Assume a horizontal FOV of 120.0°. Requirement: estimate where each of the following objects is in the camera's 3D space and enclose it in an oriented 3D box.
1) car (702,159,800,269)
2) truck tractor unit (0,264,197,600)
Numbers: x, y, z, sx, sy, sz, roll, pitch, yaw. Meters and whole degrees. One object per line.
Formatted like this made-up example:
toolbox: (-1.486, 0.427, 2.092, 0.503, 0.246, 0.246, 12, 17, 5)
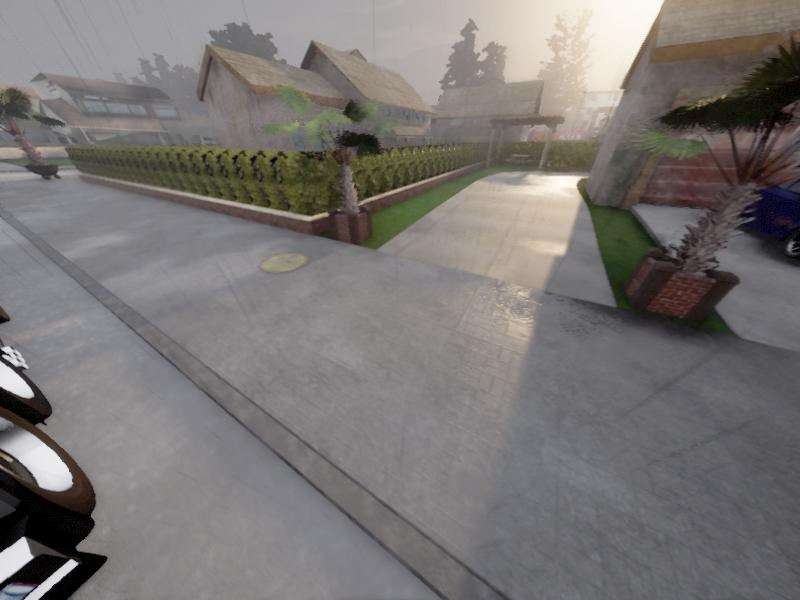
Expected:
car: (8.893, -1.852, 4.712, 1.845, 1.501, 3.633, 16, 38, 22)
truck tractor unit: (-5.120, -0.288, 0.793, 6.516, 4.208, 3.053, 18, 39, 24)
